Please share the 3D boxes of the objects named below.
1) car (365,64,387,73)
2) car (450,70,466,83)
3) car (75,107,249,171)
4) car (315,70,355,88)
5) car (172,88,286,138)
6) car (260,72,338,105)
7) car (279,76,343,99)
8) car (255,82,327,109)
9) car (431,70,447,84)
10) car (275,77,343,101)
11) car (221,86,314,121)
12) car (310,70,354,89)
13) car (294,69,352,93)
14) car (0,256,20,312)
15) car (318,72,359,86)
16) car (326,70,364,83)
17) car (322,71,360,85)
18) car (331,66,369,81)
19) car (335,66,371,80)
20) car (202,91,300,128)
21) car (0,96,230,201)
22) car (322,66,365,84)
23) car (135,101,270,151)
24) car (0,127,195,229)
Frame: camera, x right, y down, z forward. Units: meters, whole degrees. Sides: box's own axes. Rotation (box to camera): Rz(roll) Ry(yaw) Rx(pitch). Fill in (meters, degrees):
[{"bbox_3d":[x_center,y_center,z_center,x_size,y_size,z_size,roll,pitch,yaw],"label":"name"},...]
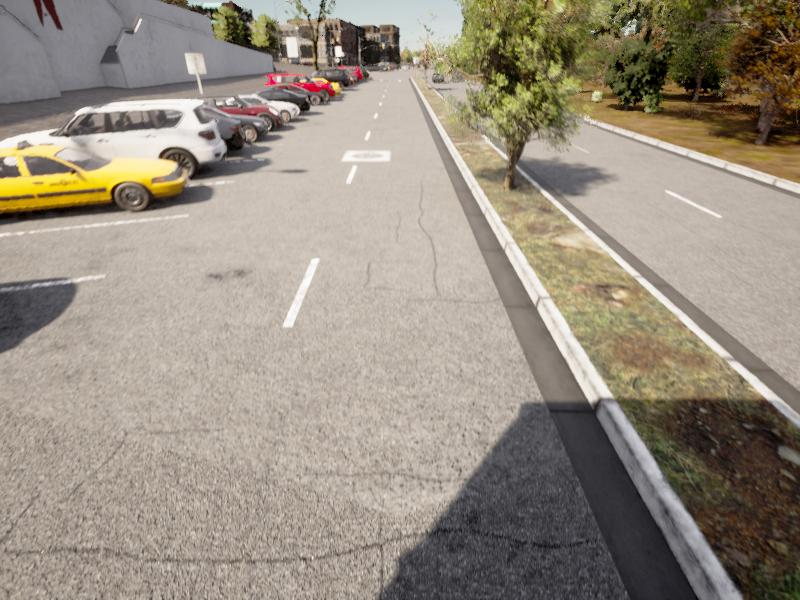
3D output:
[{"bbox_3d":[-5.343,-51.753,89.443,4.605,1.855,1.932,4,29,7],"label":"car"},{"bbox_3d":[8.684,-33.513,59.951,1.789,1.549,3.705,0,31,0],"label":"car"},{"bbox_3d":[-8.102,-5.840,14.256,4.792,1.488,2.163,-11,33,-17],"label":"car"},{"bbox_3d":[-8.139,-27.746,50.123,4.553,1.767,2.185,-11,32,-17],"label":"car"},{"bbox_3d":[-8.113,-9.082,19.324,4.553,1.767,2.185,-11,33,-17],"label":"car"},{"bbox_3d":[-8.070,-17.002,32.100,5.566,2.045,2.435,-11,33,-17],"label":"car"},{"bbox_3d":[-8.268,-19.859,37.289,5.366,1.575,1.946,-11,33,-17],"label":"car"},{"bbox_3d":[-8.063,-15.201,29.679,4.792,1.488,2.163,-11,33,-17],"label":"car"},{"bbox_3d":[5.688,-32.785,58.749,1.851,1.617,3.988,0,31,0],"label":"car"},{"bbox_3d":[-7.919,-18.377,34.835,5.366,1.575,1.946,-11,33,-17],"label":"car"},{"bbox_3d":[-8.078,-12.096,24.526,5.008,1.535,2.097,-11,33,-17],"label":"car"},{"bbox_3d":[-8.074,-26.209,47.563,4.553,1.767,2.185,-11,33,-17],"label":"car"},{"bbox_3d":[-8.127,-23.206,42.337,5.566,2.045,2.435,-11,33,-17],"label":"car"},{"bbox_3d":[-8.046,0.065,3.829,5.566,2.045,2.435,-11,32,-17],"label":"car"},{"bbox_3d":[-8.115,-29.186,52.769,4.892,1.521,2.231,-11,32,-17],"label":"car"},{"bbox_3d":[-8.283,-33.779,60.437,5.366,1.575,1.946,-11,33,-17],"label":"car"},{"bbox_3d":[-8.135,-30.696,55.344,4.792,1.488,2.163,-11,33,-17],"label":"car"},{"bbox_3d":[-8.123,-37.107,65.512,5.566,2.045,2.435,-11,33,-17],"label":"car"},{"bbox_3d":[-8.054,-38.666,68.117,5.566,2.045,2.435,-11,32,-16],"label":"car"},{"bbox_3d":[-8.085,-10.502,21.983,4.674,1.452,2.002,-11,32,-17],"label":"car"},{"bbox_3d":[-8.103,-4.536,11.541,5.566,2.045,2.435,-11,33,-17],"label":"car"},{"bbox_3d":[-8.139,-32.479,57.777,5.566,2.045,2.435,-11,33,-17],"label":"car"},{"bbox_3d":[-8.081,-7.390,16.854,4.674,1.452,2.002,-11,32,-17],"label":"car"},{"bbox_3d":[-7.901,-2.822,9.155,5.366,1.575,1.946,-11,32,-17],"label":"car"}]
